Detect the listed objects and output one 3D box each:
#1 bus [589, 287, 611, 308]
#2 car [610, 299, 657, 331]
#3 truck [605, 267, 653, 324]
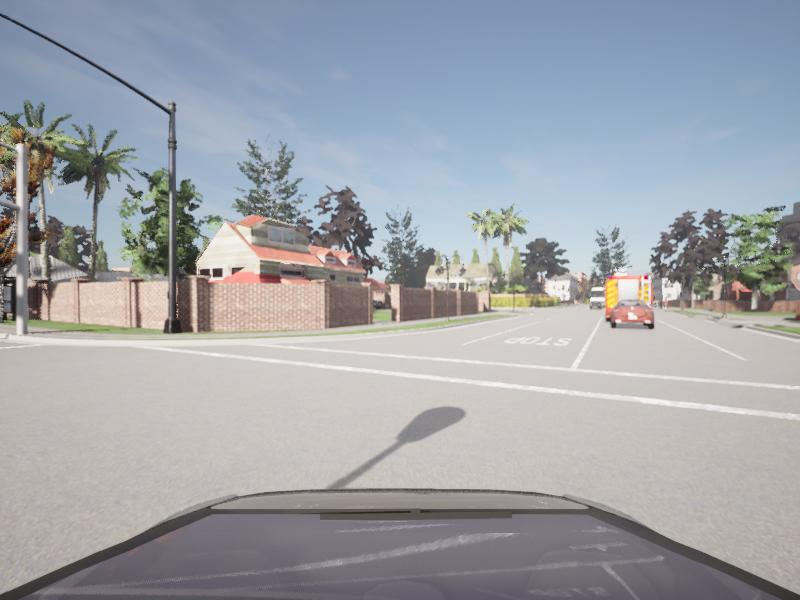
[{"bbox_3d":[43.477,-0.489,86.788,3.944,4.253,10.273,0,0,28],"label":"bus"},{"bbox_3d":[13.751,0.801,23.799,2.152,1.651,5.027,0,0,28],"label":"car"},{"bbox_3d":[17.750,-0.297,31.316,2.891,3.827,8.468,0,0,28],"label":"truck"}]
